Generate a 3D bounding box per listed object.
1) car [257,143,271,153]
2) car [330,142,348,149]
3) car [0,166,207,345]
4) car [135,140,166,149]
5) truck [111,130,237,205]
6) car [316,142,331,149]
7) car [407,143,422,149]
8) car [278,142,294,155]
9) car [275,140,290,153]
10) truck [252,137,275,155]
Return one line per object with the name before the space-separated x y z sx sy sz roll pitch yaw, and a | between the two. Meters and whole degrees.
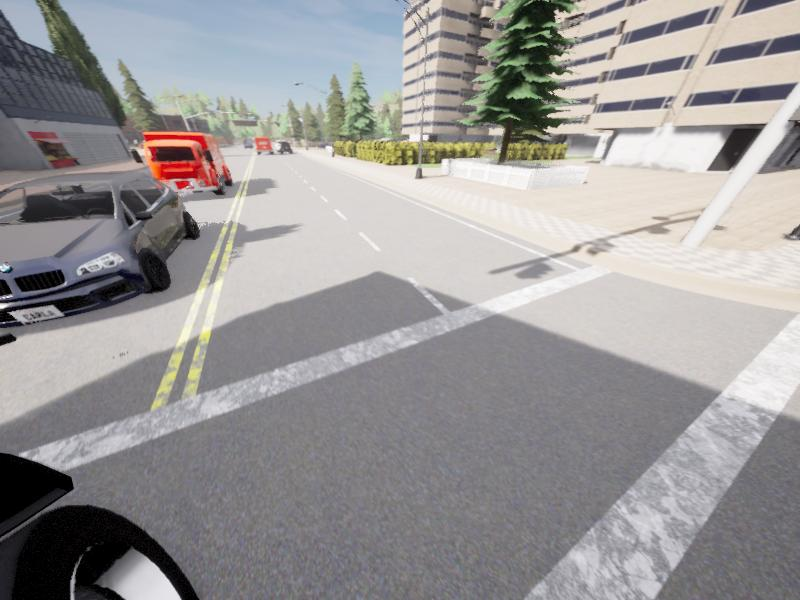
car | -26.502 -29.608 45.050 1.845 1.501 3.633 -15 38 -22
car | -17.938 -45.475 68.155 4.611 1.667 2.242 -15 38 -22
car | -5.866 -1.403 4.472 2.242 1.667 4.611 -15 38 -22
car | -58.757 -36.682 54.495 4.553 1.767 2.097 -24 42 -32
truck | -10.035 -6.533 11.120 2.627 2.467 5.204 -15 38 -22
car | -22.960 -46.336 69.284 3.633 1.501 1.845 -15 38 -22
car | 5.156 -54.013 80.914 4.611 1.667 2.242 -15 38 -22
car | -20.882 -27.751 42.144 1.905 1.878 3.866 -15 38 -22
car | -24.542 -32.033 48.142 2.150 2.045 5.566 -15 38 -22
truck | -23.600 -26.656 40.003 2.627 2.467 5.204 -15 38 -22
